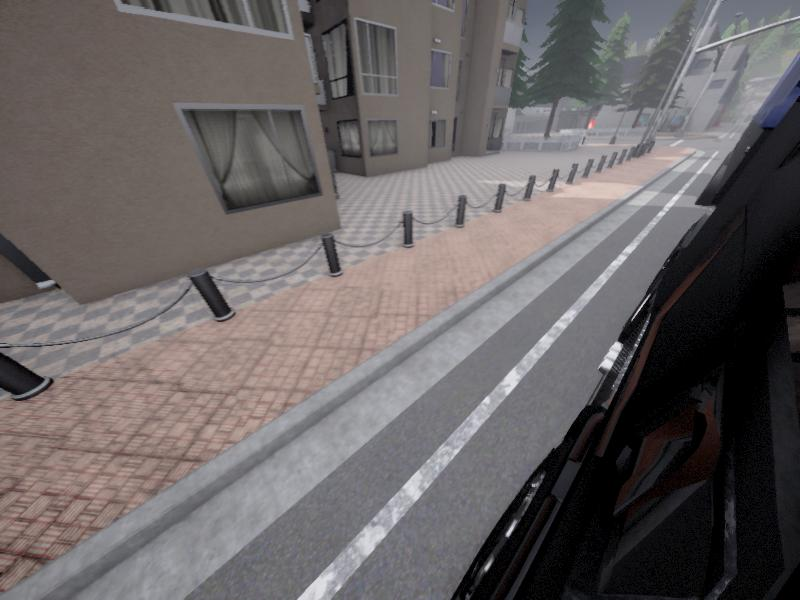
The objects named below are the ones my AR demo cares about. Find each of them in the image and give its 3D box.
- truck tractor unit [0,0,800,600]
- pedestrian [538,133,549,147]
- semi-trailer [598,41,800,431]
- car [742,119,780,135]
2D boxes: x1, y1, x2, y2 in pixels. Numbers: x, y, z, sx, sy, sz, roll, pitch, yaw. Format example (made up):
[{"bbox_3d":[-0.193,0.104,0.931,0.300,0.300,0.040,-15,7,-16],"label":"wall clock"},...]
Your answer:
[{"bbox_3d":[2.645,-0.295,0.352,6.516,4.208,3.053,-28,44,-30],"label":"truck tractor unit"},{"bbox_3d":[14.307,-15.987,23.039,0.500,1.100,0.500,30,47,35],"label":"pedestrian"},{"bbox_3d":[8.693,-3.595,4.252,14.254,4.402,2.717,-28,44,-30],"label":"semi-trailer"},{"bbox_3d":[43.698,-20.951,28.030,4.181,1.385,1.994,-28,44,-30],"label":"car"}]
